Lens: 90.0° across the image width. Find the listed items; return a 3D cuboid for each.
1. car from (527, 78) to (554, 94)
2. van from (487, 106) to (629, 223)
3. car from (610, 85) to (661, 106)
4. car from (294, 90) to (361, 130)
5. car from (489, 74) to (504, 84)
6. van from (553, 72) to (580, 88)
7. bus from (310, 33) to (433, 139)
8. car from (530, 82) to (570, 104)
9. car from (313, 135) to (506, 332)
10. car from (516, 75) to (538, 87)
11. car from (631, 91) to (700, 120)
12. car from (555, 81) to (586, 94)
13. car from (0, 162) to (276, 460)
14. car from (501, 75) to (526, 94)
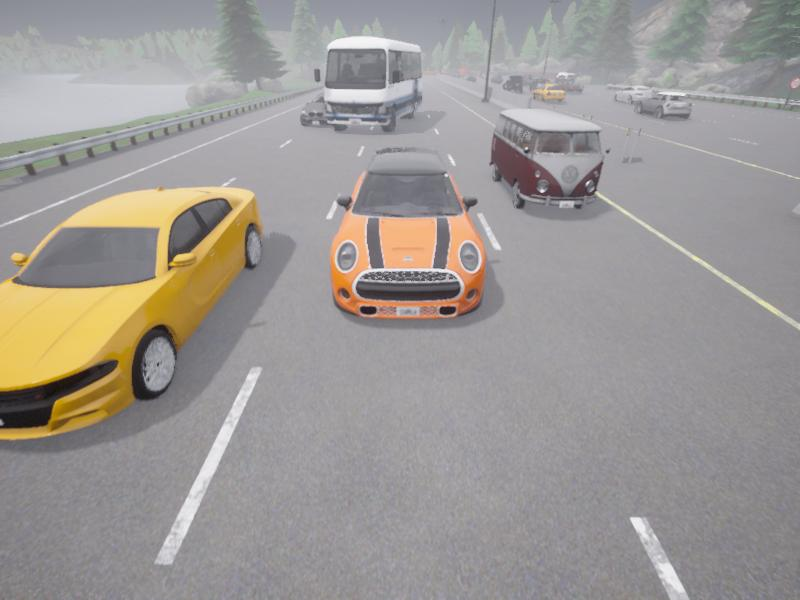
[{"bbox_3d":[17.861,-27.367,51.028,1.851,1.617,3.988,0,30,0],"label":"car"},{"bbox_3d":[3.634,-3.694,10.308,1.775,1.987,4.442,0,30,0],"label":"van"},{"bbox_3d":[21.275,-18.639,36.335,1.812,1.442,4.674,0,30,0],"label":"car"},{"bbox_3d":[-4.084,-11.251,23.482,2.242,1.667,4.611,7,31,10],"label":"car"},{"bbox_3d":[17.922,-40.887,74.091,1.845,1.501,3.633,0,30,0],"label":"car"},{"bbox_3d":[25.891,-34.225,62.303,2.069,2.038,4.480,24,38,34],"label":"van"},{"bbox_3d":[-0.959,-12.352,22.796,3.944,4.253,10.273,7,31,11],"label":"bus"},{"bbox_3d":[14.292,-19.997,38.497,1.801,1.575,5.366,0,31,0],"label":"car"},{"bbox_3d":[0.115,-1.502,6.753,2.097,1.767,4.553,0,30,0],"label":"car"},{"bbox_3d":[21.405,-37.029,67.555,2.242,1.667,4.611,0,30,0],"label":"car"},{"bbox_3d":[17.725,-13.143,26.934,1.970,1.475,3.806,0,30,0],"label":"car"},{"bbox_3d":[21.354,-26.759,50.309,1.895,1.301,4.718,0,30,0],"label":"car"},{"bbox_3d":[-3.395,-0.516,5.317,1.882,1.535,5.008,0,30,0],"label":"car"},{"bbox_3d":[14.358,-27.377,50.756,1.905,1.878,3.866,0,30,0],"label":"car"}]
